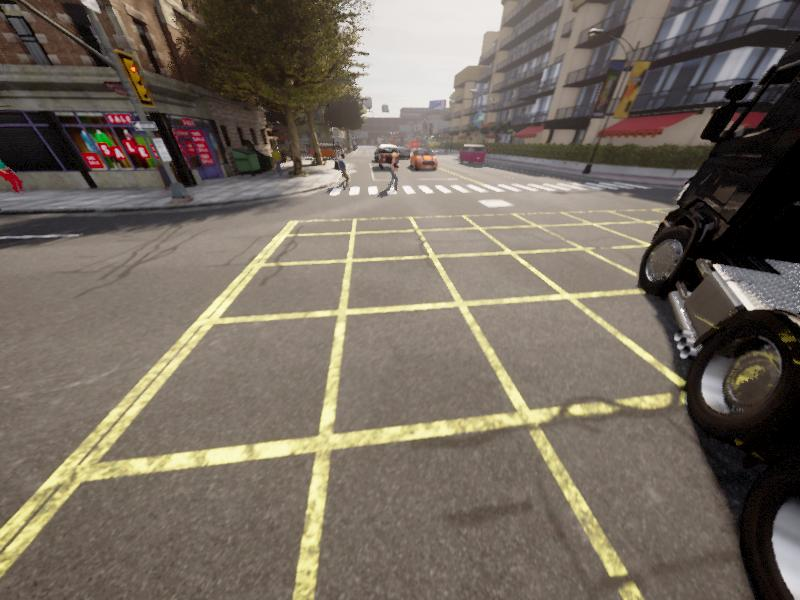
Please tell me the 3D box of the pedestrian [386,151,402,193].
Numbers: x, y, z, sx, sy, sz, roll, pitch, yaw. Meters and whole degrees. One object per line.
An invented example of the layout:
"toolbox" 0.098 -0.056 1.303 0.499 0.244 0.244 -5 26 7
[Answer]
"pedestrian" -0.317 -6.757 12.225 0.751 1.860 0.751 -4 35 -6

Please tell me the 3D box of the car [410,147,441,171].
"car" 2.394 -14.173 23.129 2.097 1.767 4.553 -4 35 -6

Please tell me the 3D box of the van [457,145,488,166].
"van" 8.702 -17.678 28.073 1.775 1.987 4.442 -4 35 -6

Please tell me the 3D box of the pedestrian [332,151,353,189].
"pedestrian" -3.219 -7.343 13.074 0.751 1.860 0.751 -1 34 -2

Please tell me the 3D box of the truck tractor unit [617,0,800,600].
"truck tractor unit" 4.529 -0.658 1.303 3.053 4.208 6.516 21 40 27

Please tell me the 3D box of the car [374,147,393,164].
"car" -2.298 -19.484 31.009 2.152 1.651 5.027 -4 35 -6

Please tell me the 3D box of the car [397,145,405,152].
"car" 0.247 -40.204 61.234 1.789 1.549 3.705 -4 35 -6

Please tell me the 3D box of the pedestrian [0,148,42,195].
"pedestrian" -18.345 -5.957 10.763 0.751 1.860 0.751 -3 35 -4

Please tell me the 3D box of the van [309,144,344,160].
"van" -11.146 -22.552 35.143 4.442 1.987 1.775 6 35 9

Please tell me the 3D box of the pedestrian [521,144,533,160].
"pedestrian" 17.652 -20.616 32.166 0.751 1.860 0.751 -5 35 -7

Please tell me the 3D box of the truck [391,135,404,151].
"truck" -0.836 -46.147 67.888 2.891 3.827 8.468 -4 35 -6

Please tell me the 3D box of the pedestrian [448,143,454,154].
"pedestrian" 10.835 -32.243 49.087 0.751 1.860 0.751 11 36 16

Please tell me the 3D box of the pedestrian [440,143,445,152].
"pedestrian" 10.466 -37.326 56.489 0.751 1.860 0.751 -7 35 -10

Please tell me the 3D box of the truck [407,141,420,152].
"truck" 3.543 -41.633 62.522 2.627 2.467 5.204 -4 35 -6

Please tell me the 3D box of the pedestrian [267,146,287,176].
"pedestrian" -8.949 -10.116 16.834 0.751 1.860 0.751 -9 36 -13

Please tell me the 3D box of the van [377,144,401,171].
"van" -1.179 -14.485 23.362 2.069 2.038 4.480 -4 35 -6
